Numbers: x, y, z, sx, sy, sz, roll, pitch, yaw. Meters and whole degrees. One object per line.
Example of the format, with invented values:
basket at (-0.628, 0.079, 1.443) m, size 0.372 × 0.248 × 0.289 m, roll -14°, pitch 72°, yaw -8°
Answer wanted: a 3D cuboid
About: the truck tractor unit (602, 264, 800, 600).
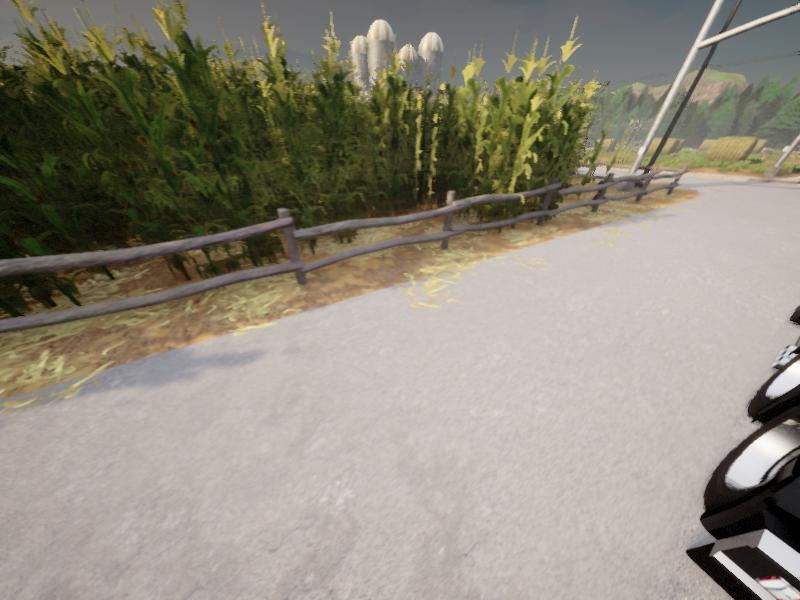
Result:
truck tractor unit at (5.114, -0.296, 0.784) m, size 6.516 × 4.208 × 3.053 m, roll -18°, pitch 39°, yaw -24°
